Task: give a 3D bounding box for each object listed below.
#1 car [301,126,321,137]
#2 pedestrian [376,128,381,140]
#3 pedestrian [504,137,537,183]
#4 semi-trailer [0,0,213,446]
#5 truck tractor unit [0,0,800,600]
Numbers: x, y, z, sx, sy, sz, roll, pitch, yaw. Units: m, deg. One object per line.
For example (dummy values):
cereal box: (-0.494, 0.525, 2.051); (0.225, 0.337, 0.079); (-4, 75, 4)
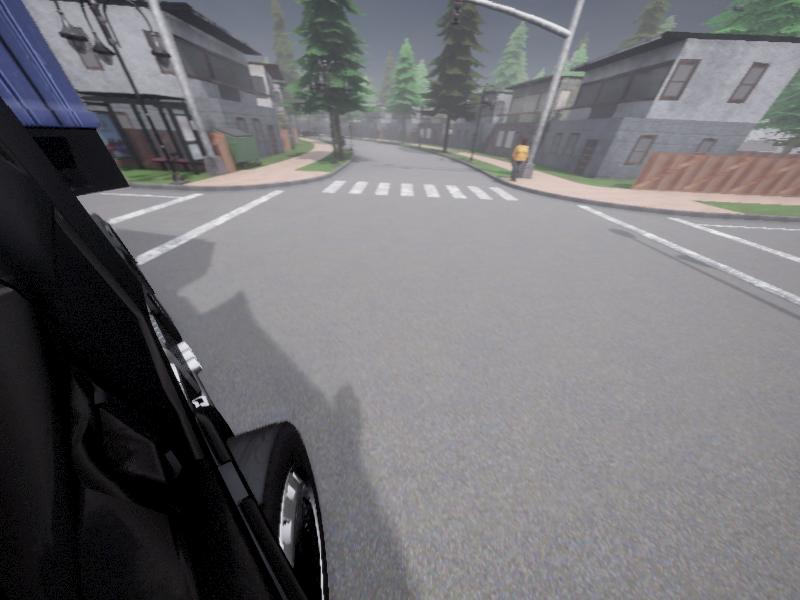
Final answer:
car: (-20.702, -39.147, 53.591); (4.605, 1.855, 1.932); (27, 43, 30)
pedestrian: (-4.379, -34.145, 47.555); (0.751, 1.860, 0.751); (10, 37, 9)
pedestrian: (5.914, -6.919, 11.452); (0.751, 1.860, 0.751); (8, 37, 7)
semi-trailer: (-9.979, -2.051, 2.101); (14.254, 4.402, 2.717); (9, 37, 8)
truck tractor unit: (-2.645, -0.295, 0.351); (6.516, 4.208, 3.053); (28, 44, 30)
